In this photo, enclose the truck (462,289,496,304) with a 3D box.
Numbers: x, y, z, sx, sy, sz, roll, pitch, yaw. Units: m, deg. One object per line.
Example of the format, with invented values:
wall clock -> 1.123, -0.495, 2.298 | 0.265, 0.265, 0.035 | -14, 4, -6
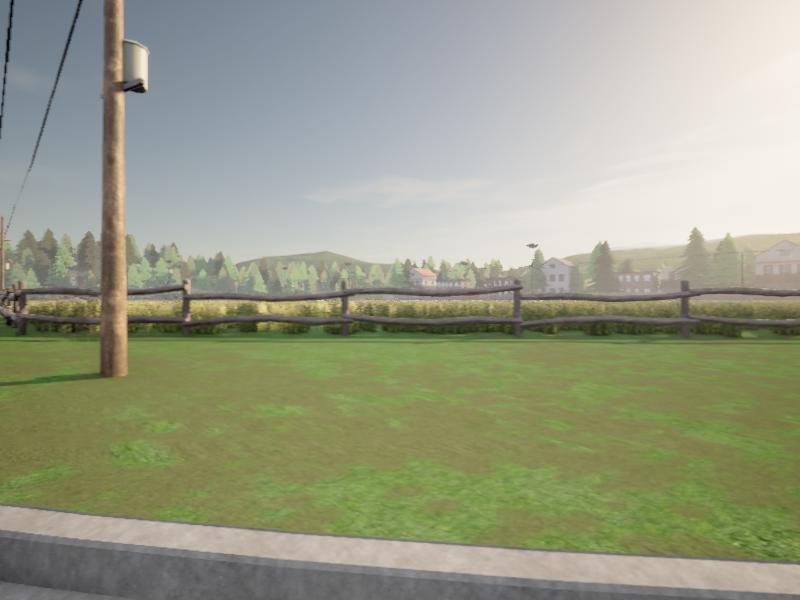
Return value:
truck -> 20.419, -0.916, 103.507 | 8.468, 3.827, 2.891 | 0, 0, 44
